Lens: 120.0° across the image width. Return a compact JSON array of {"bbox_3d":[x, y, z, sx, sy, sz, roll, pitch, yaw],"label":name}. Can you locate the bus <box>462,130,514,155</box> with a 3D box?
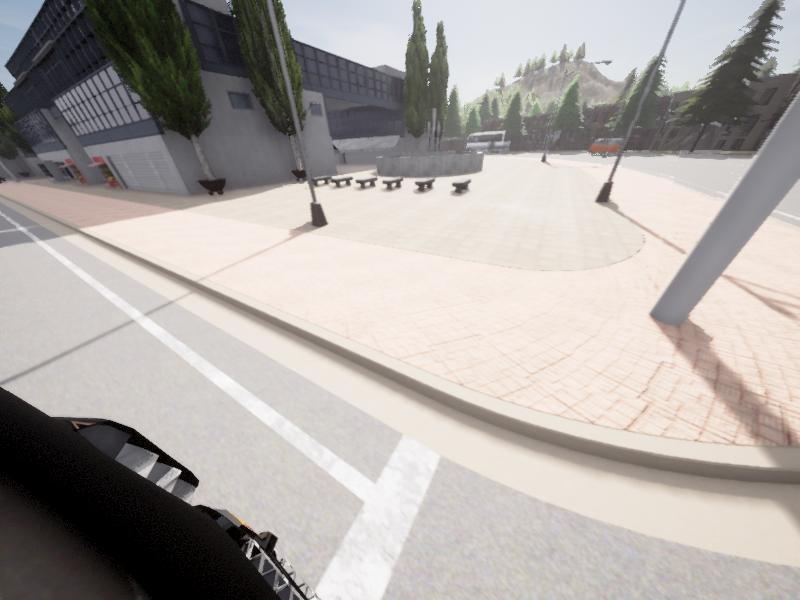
[{"bbox_3d":[20.220,-36.883,54.301,3.944,4.253,10.273,-28,41,-33],"label":"bus"}]

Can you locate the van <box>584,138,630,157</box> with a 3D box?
[{"bbox_3d":[28.435,-21.131,31.980,1.775,1.987,4.442,-5,34,-4],"label":"van"}]

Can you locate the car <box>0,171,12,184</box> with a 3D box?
[{"bbox_3d":[-60.343,-17.506,33.402,1.789,1.549,3.705,-1,34,3],"label":"car"}]
